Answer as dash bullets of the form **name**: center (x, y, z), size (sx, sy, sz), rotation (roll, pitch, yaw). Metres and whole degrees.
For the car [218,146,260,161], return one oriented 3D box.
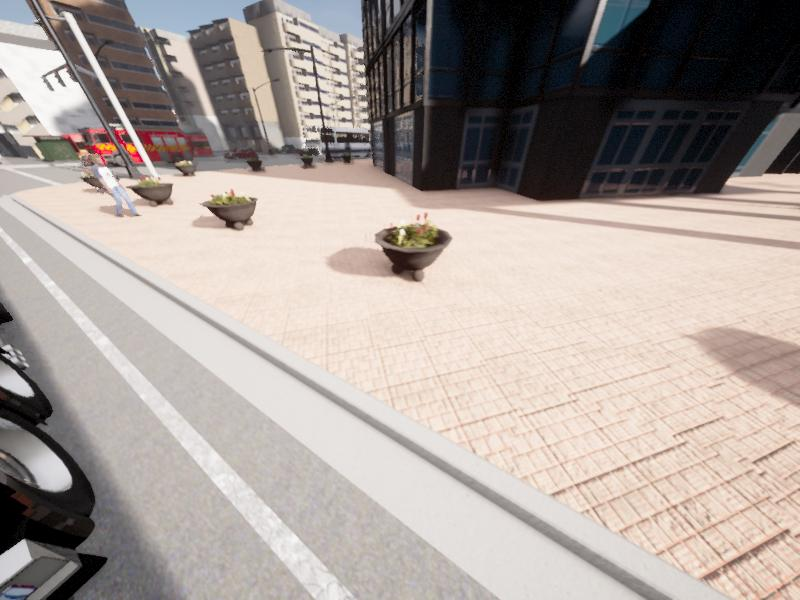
- **car**: center (-24.186, -22.132, 34.893), size (2.097, 1.767, 4.553), rotation (18, 38, 24)

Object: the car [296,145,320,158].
- **car**: center (-17.654, -28.745, 44.597), size (1.905, 1.878, 3.866), rotation (17, 39, 23)

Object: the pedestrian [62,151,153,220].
- **pedestrian**: center (-9.098, -3.601, 7.323), size (0.751, 1.860, 0.751), rotation (-1, 35, -1)

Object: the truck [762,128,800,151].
- **truck**: center (82.171, -33.691, 48.381), size (2.891, 3.827, 8.468), rotation (19, 39, 25)

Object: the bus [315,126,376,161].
- **bus**: center (-8.733, -26.541, 39.285), size (3.944, 4.253, 10.273), rotation (18, 38, 24)

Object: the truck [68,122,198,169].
- **truck**: center (-29.645, -17.638, 26.467), size (2.891, 3.827, 8.468), rotation (18, 38, 24)

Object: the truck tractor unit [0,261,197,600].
- **truck tractor unit**: center (-5.108, -0.303, 0.787), size (6.516, 4.208, 3.053), rotation (18, 39, 24)

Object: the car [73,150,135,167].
- **car**: center (-33.997, -16.341, 26.642), size (1.970, 1.475, 3.806), rotation (18, 38, 24)
